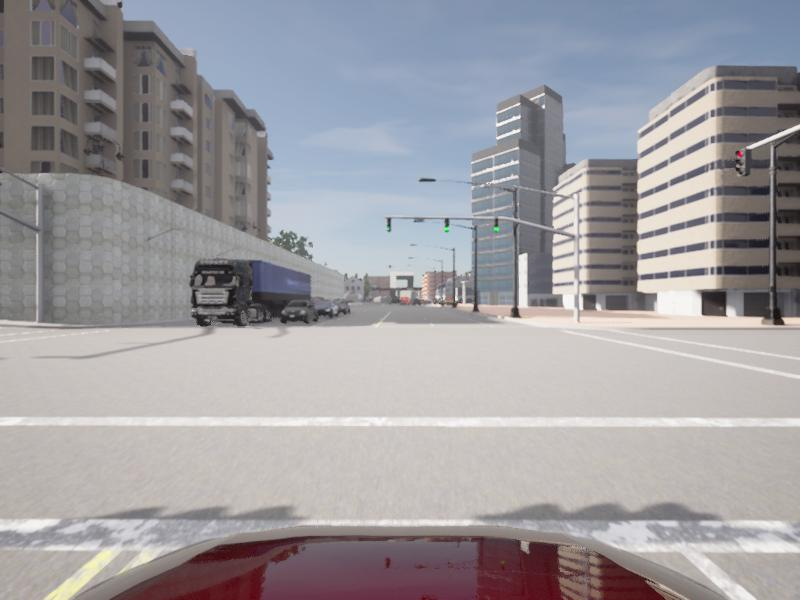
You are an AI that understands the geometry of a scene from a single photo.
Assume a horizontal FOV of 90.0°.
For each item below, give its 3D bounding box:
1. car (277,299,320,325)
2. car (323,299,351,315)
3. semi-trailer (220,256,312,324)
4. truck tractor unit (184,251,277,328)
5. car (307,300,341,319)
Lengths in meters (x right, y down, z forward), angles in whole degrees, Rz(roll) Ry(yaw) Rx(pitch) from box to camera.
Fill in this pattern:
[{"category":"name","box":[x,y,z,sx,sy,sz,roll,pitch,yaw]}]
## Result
[{"category":"car","box":[-6.701,0.756,26.811,1.851,1.617,3.988,0,0,0]},{"category":"car","box":[-6.618,0.704,42.781,2.242,1.667,4.611,0,0,1]},{"category":"semi-trailer","box":[-10.200,-0.659,33.003,2.717,4.402,14.254,0,0,0]},{"category":"truck tractor unit","box":[-10.262,-0.548,25.088,3.053,4.208,6.516,0,0,0]},{"category":"car","box":[-6.680,0.783,35.590,2.038,1.542,4.974,0,0,0]}]
